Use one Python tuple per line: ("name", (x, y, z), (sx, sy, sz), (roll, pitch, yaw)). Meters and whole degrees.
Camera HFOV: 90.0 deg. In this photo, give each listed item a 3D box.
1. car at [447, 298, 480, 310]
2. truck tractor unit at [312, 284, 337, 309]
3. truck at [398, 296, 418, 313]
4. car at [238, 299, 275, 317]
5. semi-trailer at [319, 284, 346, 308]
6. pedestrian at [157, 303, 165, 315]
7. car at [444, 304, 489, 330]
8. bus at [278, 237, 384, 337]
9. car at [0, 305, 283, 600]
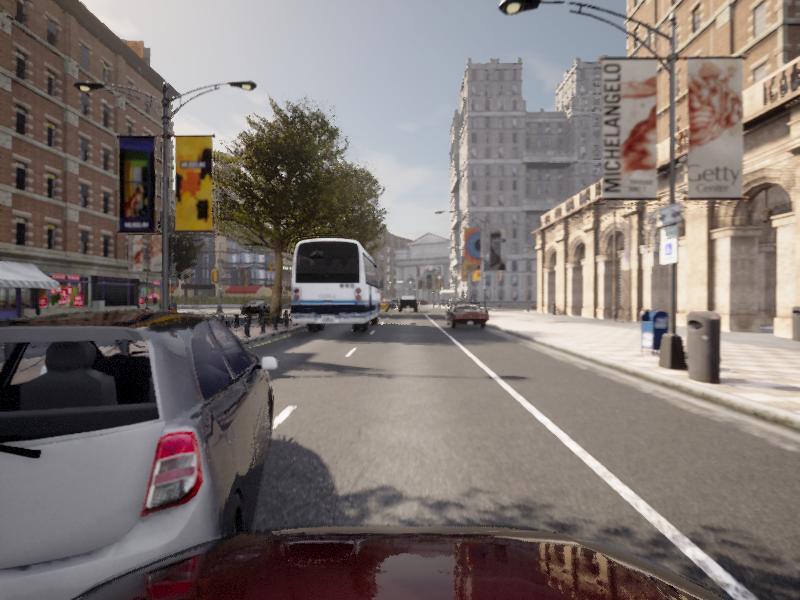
("car", (9.540, 0.591, 60.190), (4.605, 1.855, 1.932), (1, 0, 1))
("truck tractor unit", (-13.539, -0.613, 72.360), (3.053, 4.208, 6.516), (0, 0, 1))
("truck", (1.054, 0.484, 52.081), (2.390, 2.098, 6.274), (0, 0, 1))
("car", (-14.225, 0.715, 39.996), (1.930, 1.638, 5.238), (0, 0, -2))
("semi-trailer", (-13.377, -0.720, 80.272), (2.717, 4.402, 14.254), (0, 0, 1))
("pedestrian", (-22.296, 0.807, 37.334), (0.500, 1.100, 0.500), (0, 0, 8))
("car", (3.747, 0.913, 23.331), (1.895, 1.301, 4.718), (0, 0, 1))
("bus", (-3.146, -0.564, 22.194), (3.944, 4.253, 10.273), (0, 0, 1))
("car", (-1.886, 0.820, 2.944), (1.845, 1.501, 3.633), (0, 0, -14))
